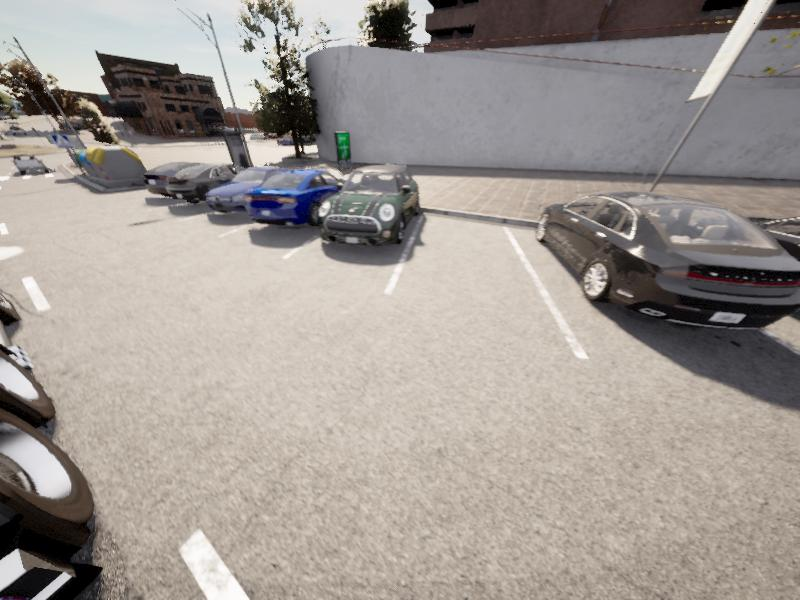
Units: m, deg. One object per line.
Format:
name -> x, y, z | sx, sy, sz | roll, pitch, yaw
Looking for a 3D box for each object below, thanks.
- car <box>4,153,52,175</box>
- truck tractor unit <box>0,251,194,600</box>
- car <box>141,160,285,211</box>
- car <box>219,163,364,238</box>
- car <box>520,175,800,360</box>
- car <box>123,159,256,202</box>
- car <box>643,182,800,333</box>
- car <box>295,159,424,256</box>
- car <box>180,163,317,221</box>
car -> -35.529, -13.085, 22.142 | 3.633, 1.501, 1.845 | 23, 41, 30
truck tractor unit -> -5.091, -0.316, 0.828 | 6.516, 4.208, 3.053 | 19, 39, 26
car -> -8.219, -5.663, 10.995 | 2.231, 1.521, 4.892 | 7, 34, 11
car -> -3.228, -3.898, 8.371 | 2.097, 1.535, 5.008 | 7, 34, 10
car -> 4.359, -1.340, 4.585 | 2.231, 1.521, 4.892 | 6, 34, 9
car -> -10.681, -6.561, 12.385 | 2.163, 1.488, 4.792 | 8, 34, 12
car -> 6.920, -0.512, 3.363 | 2.231, 1.521, 4.892 | 6, 34, 9
car -> -0.701, -3.157, 7.048 | 2.185, 1.767, 4.553 | 7, 34, 10
car -> -5.722, -4.744, 9.700 | 2.002, 1.452, 4.674 | 8, 35, 11
